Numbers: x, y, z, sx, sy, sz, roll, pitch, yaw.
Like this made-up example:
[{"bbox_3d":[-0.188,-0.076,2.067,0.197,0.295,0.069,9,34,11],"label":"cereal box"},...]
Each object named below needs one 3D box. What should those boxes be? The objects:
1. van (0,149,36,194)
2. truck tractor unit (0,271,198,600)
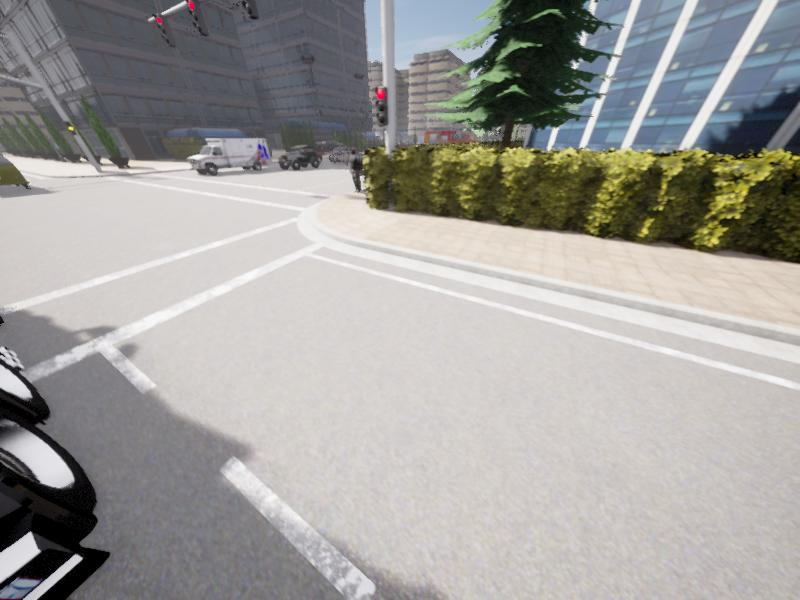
[{"bbox_3d":[-23.306,-7.295,12.972,4.442,1.987,1.775,17,39,23],"label":"van"},{"bbox_3d":[-5.124,-0.288,0.767,6.516,4.208,3.053,18,39,24],"label":"truck tractor unit"}]
